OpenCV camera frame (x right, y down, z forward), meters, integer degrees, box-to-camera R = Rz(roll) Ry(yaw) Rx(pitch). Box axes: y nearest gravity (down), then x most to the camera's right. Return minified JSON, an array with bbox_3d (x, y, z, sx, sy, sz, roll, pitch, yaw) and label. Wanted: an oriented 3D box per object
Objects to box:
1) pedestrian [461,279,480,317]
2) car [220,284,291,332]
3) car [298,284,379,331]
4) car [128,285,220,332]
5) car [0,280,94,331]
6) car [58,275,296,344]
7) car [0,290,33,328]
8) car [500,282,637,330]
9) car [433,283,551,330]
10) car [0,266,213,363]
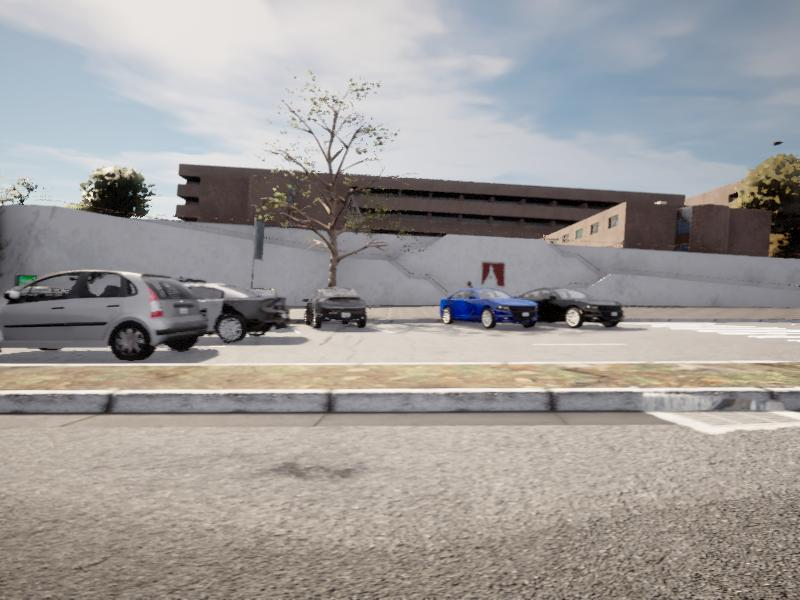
[{"bbox_3d":[3.600,-0.104,20.560,0.751,1.860,0.751,3,0,2],"label":"pedestrian"},{"bbox_3d":[-5.566,0.292,15.607,2.231,1.521,4.892,0,-1,-19],"label":"car"},{"bbox_3d":[-2.607,0.274,15.592,2.231,1.521,4.892,0,-1,-19],"label":"car"},{"bbox_3d":[-8.522,0.311,15.648,2.231,1.521,4.892,0,-1,-18],"label":"car"},{"bbox_3d":[-14.432,0.229,15.854,2.185,1.767,4.553,0,-1,-17],"label":"car"},{"bbox_3d":[-5.639,0.235,10.603,5.238,1.638,1.930,0,0,0],"label":"car"},{"bbox_3d":[-17.374,0.377,15.940,2.097,1.535,5.008,0,-1,-17],"label":"car"},{"bbox_3d":[6.268,0.234,15.682,2.097,1.535,5.008,0,-1,-21],"label":"car"},{"bbox_3d":[3.306,0.244,15.645,2.097,1.535,5.008,0,-1,-20],"label":"car"},{"bbox_3d":[-5.977,0.250,7.607,3.988,1.617,1.851,0,0,1],"label":"car"}]
